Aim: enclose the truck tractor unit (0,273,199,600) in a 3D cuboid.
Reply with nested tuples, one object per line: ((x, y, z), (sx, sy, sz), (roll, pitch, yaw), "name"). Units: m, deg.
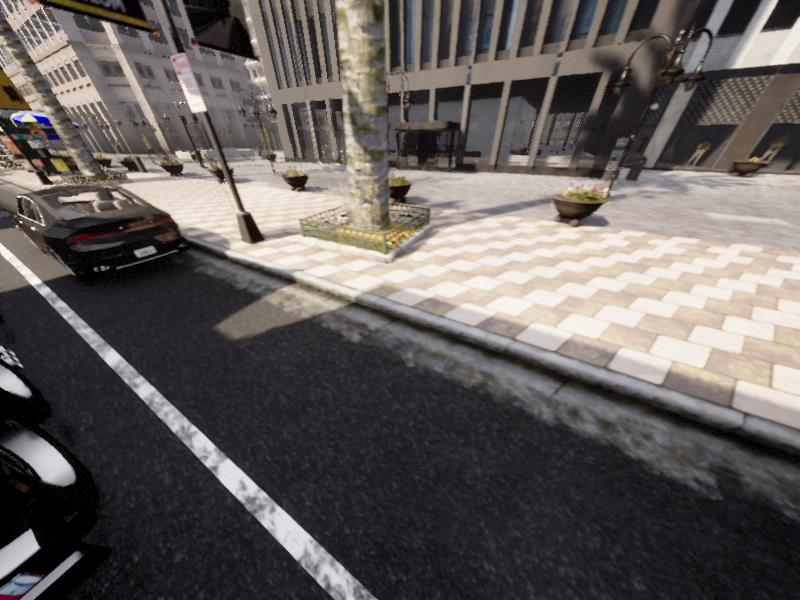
((-5.133, -0.278, 0.755), (6.516, 4.208, 3.053), (18, 39, 23), "truck tractor unit")

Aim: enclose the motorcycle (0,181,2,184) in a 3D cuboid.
((-26.420, -7.638, 14.139), (0.764, 1.277, 2.356), (-19, 39, -25), "motorcycle")

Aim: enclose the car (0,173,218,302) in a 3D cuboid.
((-7.093, -1.823, 5.332), (4.892, 1.521, 2.231), (17, 39, 24), "car")
